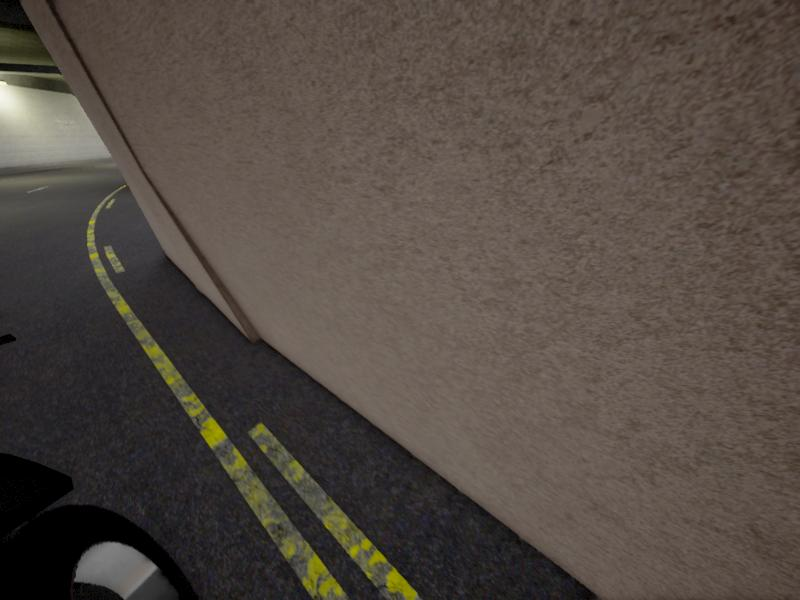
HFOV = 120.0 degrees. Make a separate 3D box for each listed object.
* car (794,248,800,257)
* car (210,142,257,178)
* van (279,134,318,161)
[{"bbox_3d":[10.759,-0.506,3.392,4.514,1.525,2.007,22,41,28],"label":"car"},{"bbox_3d":[-11.730,-10.125,16.539,1.932,1.855,4.605,-18,39,-23],"label":"car"},{"bbox_3d":[-12.053,-18.577,28.048,2.351,2.431,6.366,-3,35,-4],"label":"van"}]
